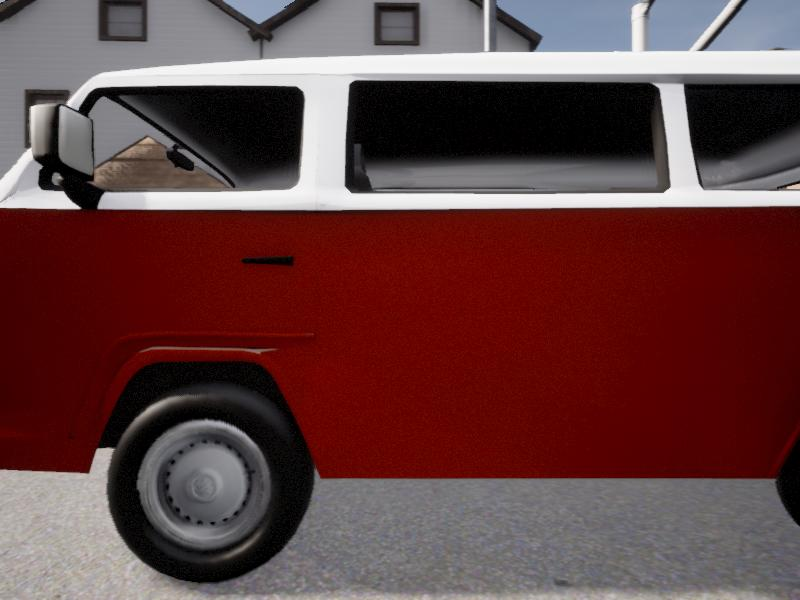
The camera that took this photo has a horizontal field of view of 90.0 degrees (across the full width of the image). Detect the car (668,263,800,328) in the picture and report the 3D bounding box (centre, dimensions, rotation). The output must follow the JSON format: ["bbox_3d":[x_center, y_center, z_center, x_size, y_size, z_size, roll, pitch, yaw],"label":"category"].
[{"bbox_3d":[14.312,-0.380,16.953,2.033,1.411,5.357,0,15,-2],"label":"car"}]

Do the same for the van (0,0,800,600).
[{"bbox_3d":[0.495,-0.029,2.200,4.480,2.038,2.069,0,0,0],"label":"van"}]

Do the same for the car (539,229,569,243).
[{"bbox_3d":[17.560,-7.280,45.809,1.816,1.474,4.193,0,8,0],"label":"car"}]
